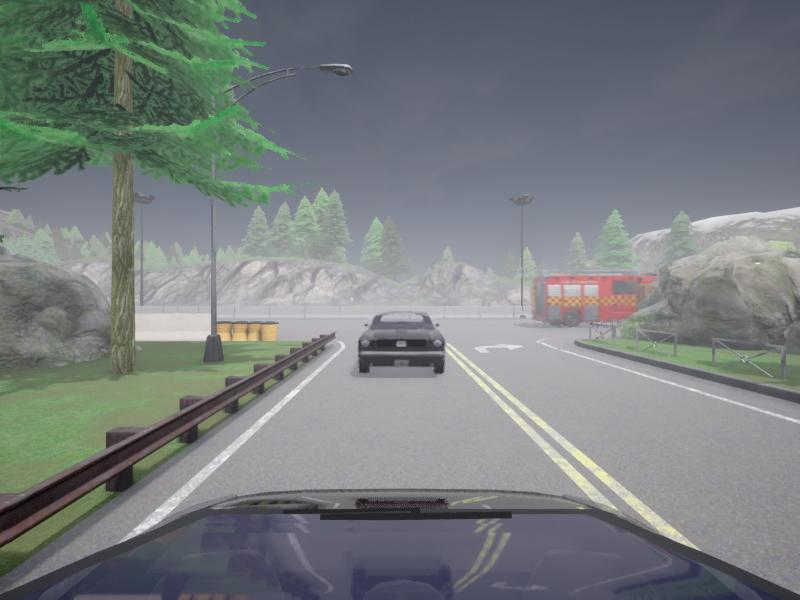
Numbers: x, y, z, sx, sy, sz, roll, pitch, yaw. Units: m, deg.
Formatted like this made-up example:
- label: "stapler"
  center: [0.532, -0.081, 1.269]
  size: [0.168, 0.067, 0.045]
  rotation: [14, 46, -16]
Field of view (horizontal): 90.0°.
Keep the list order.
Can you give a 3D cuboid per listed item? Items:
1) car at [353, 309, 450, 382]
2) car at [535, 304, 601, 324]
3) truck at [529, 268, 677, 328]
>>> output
- label: "car"
  center: [0.049, 0.944, 10.132]
  size: [1.895, 1.301, 4.718]
  rotation: [0, 0, 0]
- label: "car"
  center: [12.670, 1.050, 30.334]
  size: [4.193, 1.474, 1.816]
  rotation: [0, 0, -1]
- label: "truck"
  center: [13.356, -0.125, 26.838]
  size: [8.468, 3.827, 2.891]
  rotation: [0, 0, -1]
